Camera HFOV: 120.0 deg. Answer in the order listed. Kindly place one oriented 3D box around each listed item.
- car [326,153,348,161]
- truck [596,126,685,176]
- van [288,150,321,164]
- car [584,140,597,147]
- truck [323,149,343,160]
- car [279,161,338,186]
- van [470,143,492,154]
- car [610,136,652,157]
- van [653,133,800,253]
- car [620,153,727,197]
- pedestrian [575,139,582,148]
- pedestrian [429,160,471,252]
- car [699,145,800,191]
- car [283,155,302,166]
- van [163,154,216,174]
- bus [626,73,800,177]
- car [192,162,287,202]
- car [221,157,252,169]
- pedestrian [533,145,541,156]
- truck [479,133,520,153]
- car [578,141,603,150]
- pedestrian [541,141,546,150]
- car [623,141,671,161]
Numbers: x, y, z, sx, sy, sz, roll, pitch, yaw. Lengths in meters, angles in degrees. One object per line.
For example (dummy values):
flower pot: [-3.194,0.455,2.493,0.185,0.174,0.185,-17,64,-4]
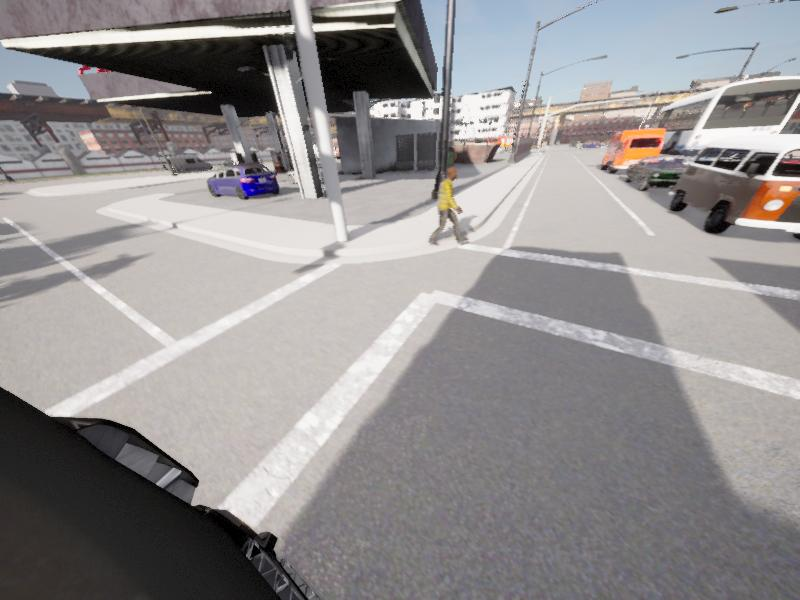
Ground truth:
car: [-16.509,-37.382,60.364,5.357,1.411,2.033,-12,35,-14]
truck: [16.078,-10.278,16.002,2.627,2.467,5.204,15,38,25]
van: [-22.475,-33.753,54.416,6.366,2.431,2.351,-21,38,-25]
car: [51.410,-42.336,62.496,1.801,1.575,5.366,15,38,25]
truck: [-19.871,-43.217,68.463,5.204,2.467,2.627,-12,35,-14]
car: [-7.069,-9.851,17.937,3.806,1.475,1.970,16,38,26]
van: [19.474,-36.494,55.691,4.480,2.038,2.069,16,38,26]
car: [29.673,-19.945,29.925,2.150,2.045,5.566,14,37,24]
van: [9.147,-2.993,5.931,2.069,2.038,4.480,15,37,25]
car: [12.560,-6.136,11.086,1.895,1.301,4.718,15,38,25]
pedestrian: [45.595,-39.916,58.960,0.751,1.860,0.751,17,38,27]
pedestrian: [1.140,-2.164,5.415,0.751,1.860,0.751,8,35,16]
car: [16.323,-6.135,10.583,1.845,1.501,3.633,15,38,25]
car: [-21.924,-28.685,47.448,1.930,1.638,5.238,-6,34,-4]
van: [-36.099,-23.518,39.927,1.988,2.561,5.915,16,38,26]
bus: [20.160,-11.458,15.854,3.944,4.253,10.273,15,38,25]
car: [-9.283,-6.947,13.435,4.611,1.667,2.242,16,38,26]
car: [-34.168,-28.760,48.362,2.097,1.767,4.553,18,39,28]
pedestrian: [20.982,-22.845,35.329,0.751,1.300,0.751,18,39,28]
truck: [25.257,-40.056,58.992,8.468,3.827,2.891,16,38,26]
car: [41.903,-34.075,50.899,3.806,1.475,1.970,19,39,29]
pedestrian: [36.791,-39.668,59.266,0.751,1.860,0.751,15,37,25]
car: [25.801,-15.775,24.400,2.038,1.542,4.974,14,37,24]
